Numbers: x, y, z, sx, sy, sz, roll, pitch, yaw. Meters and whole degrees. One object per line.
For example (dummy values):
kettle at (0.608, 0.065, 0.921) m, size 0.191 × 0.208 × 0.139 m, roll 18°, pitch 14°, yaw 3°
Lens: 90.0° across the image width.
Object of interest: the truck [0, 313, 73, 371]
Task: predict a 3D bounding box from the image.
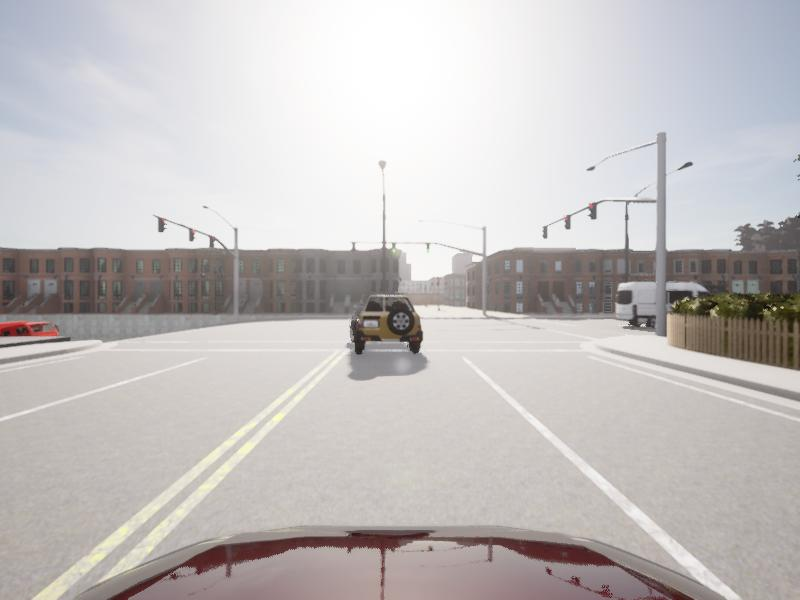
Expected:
truck at (-22.133, 2.582, 22.327) m, size 5.204 × 2.467 × 2.627 m, roll -13°, pitch 1°, yaw 0°

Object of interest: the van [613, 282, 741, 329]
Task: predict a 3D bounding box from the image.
van at (15.533, 0.288, 22.660) m, size 5.915 × 2.561 × 1.988 m, roll 0°, pitch 0°, yaw 0°

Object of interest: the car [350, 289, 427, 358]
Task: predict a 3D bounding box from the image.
car at (-0.587, 0.633, 13.083) m, size 1.932 × 1.855 × 4.605 m, roll 1°, pitch 0°, yaw -9°
